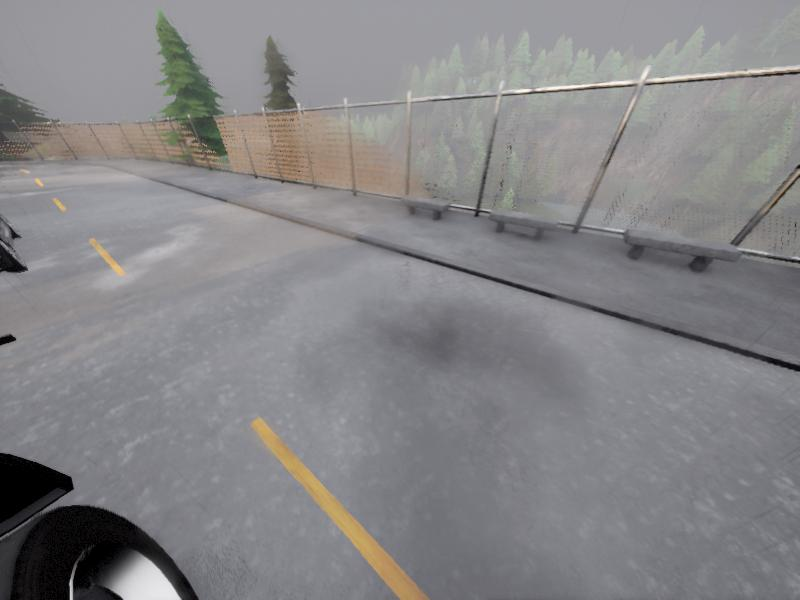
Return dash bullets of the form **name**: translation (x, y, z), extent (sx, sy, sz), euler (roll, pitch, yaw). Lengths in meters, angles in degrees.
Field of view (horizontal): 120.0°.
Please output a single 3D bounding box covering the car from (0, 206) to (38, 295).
- **car**: translation (-9.382, -1.387, 4.360), extent (5.238, 1.638, 1.930), euler (23, 41, 28)
